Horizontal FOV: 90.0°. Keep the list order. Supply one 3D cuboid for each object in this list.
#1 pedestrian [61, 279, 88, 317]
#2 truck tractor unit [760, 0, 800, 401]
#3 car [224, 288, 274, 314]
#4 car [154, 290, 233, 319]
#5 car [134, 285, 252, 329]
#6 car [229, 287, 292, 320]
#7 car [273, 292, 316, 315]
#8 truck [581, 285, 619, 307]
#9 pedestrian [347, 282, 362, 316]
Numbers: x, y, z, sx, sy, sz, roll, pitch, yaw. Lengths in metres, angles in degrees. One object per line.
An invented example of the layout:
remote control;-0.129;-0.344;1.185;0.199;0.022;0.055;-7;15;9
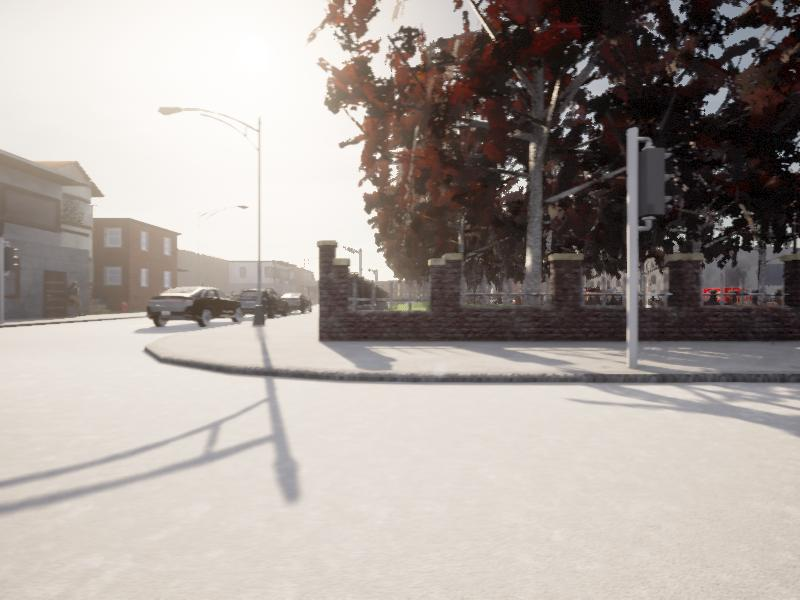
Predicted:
pedestrian;-16.251;-0.080;19.987;0.751;1.860;0.751;0;0;0
truck tractor unit;7.074;-1.121;2.705;6.516;4.208;3.053;0;0;0
car;-11.581;0.049;30.983;1.932;1.855;4.605;0;0;3
car;-11.884;0.233;23.536;2.128;1.511;4.902;0;0;0
car;-7.892;0.234;15.929;2.128;1.511;4.902;0;0;0
car;-7.700;0.175;22.658;2.033;1.649;4.856;0;0;-2
car;-7.641;0.234;29.516;2.128;1.511;4.902;0;0;-3
truck;37.374;-0.694;75.294;2.891;3.827;8.468;0;0;0
pedestrian;-2.516;-0.068;22.066;0.751;1.860;0.751;0;0;0
